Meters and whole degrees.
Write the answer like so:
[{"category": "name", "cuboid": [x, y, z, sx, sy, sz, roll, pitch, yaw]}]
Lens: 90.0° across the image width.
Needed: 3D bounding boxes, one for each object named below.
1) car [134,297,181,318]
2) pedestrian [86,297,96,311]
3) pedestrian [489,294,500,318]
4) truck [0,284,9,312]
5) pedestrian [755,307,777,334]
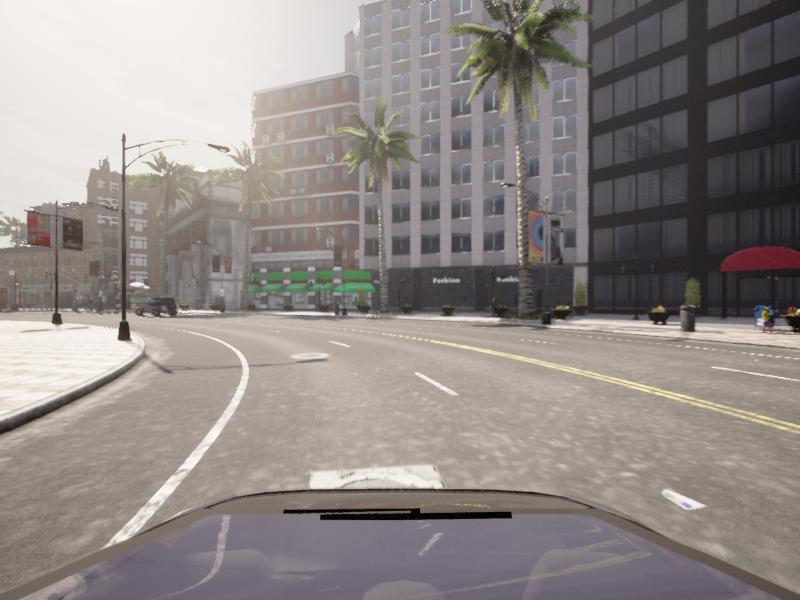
[{"category": "car", "cuboid": [-23.018, 0.671, 37.965, 3.866, 1.878, 1.905, 0, 0, 23]}, {"category": "pedestrian", "cuboid": [-42.079, 0.528, 54.480, 0.751, 1.860, 0.751, 0, 0, 25]}, {"category": "pedestrian", "cuboid": [7.484, 0.489, 31.598, 0.751, 1.860, 0.751, 0, 0, 22]}, {"category": "truck", "cuboid": [-57.649, -0.271, 54.413, 8.468, 3.827, 2.891, 0, 0, 20]}, {"category": "pedestrian", "cuboid": [15.516, 0.860, 16.956, 0.500, 1.100, 0.500, 0, 0, -20]}]
